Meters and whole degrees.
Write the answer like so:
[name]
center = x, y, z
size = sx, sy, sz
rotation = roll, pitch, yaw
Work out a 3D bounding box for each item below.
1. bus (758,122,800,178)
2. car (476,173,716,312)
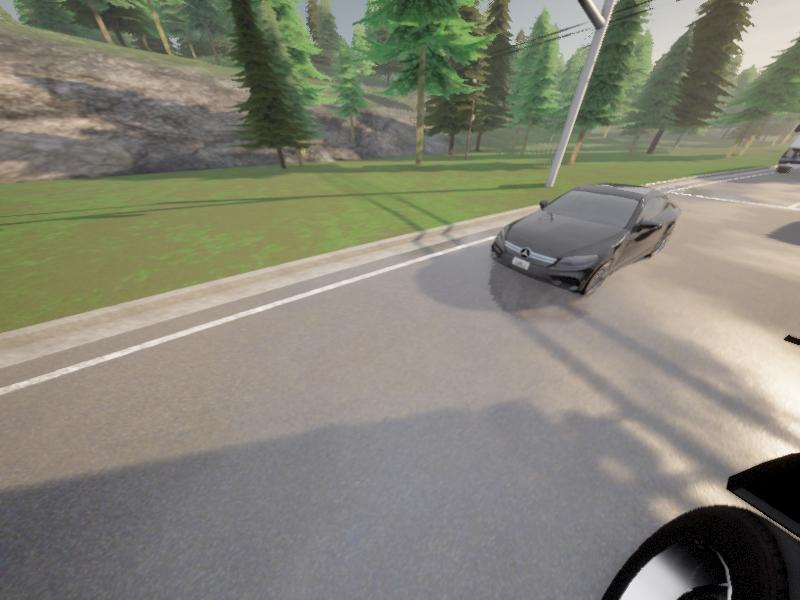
[bus]
center = 30.061, -10.577, 14.901
size = 10.273, 4.253, 3.944
rotation = -15, 38, -20
[car]
center = 4.047, -1.561, 4.804
size = 4.674, 1.442, 1.812
rotation = -20, 40, -25
